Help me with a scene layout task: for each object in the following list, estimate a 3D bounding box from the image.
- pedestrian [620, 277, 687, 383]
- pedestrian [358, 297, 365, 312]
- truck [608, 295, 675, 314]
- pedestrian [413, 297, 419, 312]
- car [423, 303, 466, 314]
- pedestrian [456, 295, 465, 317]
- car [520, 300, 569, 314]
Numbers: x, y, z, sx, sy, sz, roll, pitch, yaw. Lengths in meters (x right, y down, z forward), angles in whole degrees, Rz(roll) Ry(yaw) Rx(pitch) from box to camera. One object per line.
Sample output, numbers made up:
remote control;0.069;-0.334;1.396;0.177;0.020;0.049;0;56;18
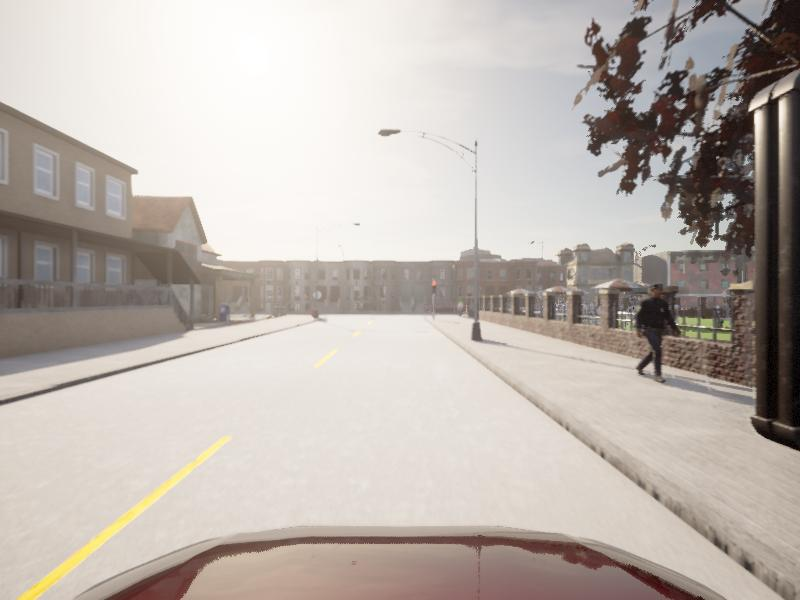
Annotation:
pedestrian;4.675;0.533;7.414;0.751;1.860;0.751;0;0;-2
pedestrian;-4.713;0.536;48.983;0.751;1.860;0.751;0;0;2
truck;27.721;0.545;46.050;6.274;2.098;2.390;0;0;0
pedestrian;2.022;0.536;51.111;0.751;1.860;0.751;0;0;1
car;5.044;0.946;45.946;4.718;1.301;1.895;0;0;0
pedestrian;5.150;0.526;34.152;0.751;1.860;0.751;0;0;5
car;16.529;0.825;45.996;5.008;1.535;1.882;0;0;0
